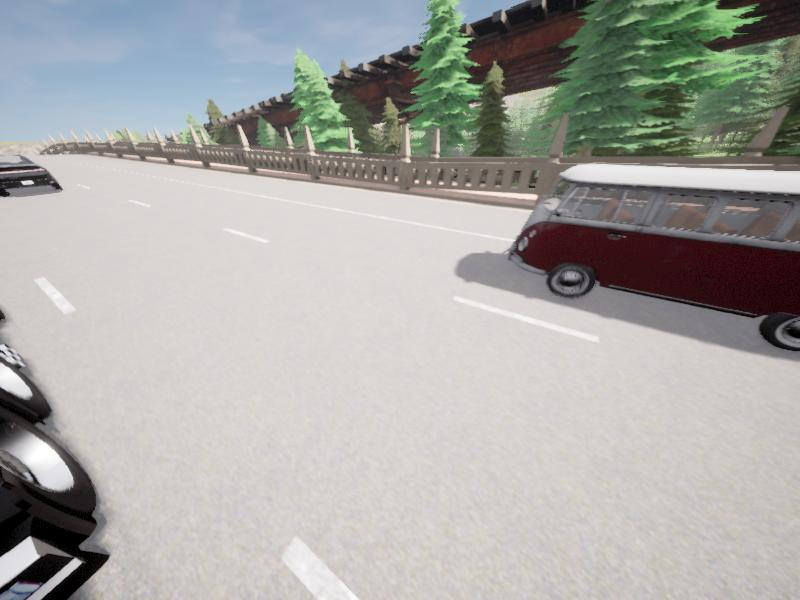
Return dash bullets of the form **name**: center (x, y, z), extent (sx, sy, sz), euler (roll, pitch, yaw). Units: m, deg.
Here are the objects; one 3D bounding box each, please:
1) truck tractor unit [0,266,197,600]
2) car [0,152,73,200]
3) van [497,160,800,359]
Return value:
- **truck tractor unit**: center (-5.099, -0.316, 0.758), extent (6.516, 4.208, 3.053), euler (19, 39, 24)
- **car**: center (-18.692, -6.123, 11.139), extent (4.902, 1.511, 2.128), euler (19, 39, 24)
- **van**: center (4.247, -0.924, 3.633), extent (4.442, 1.987, 1.775), euler (18, 39, 24)
